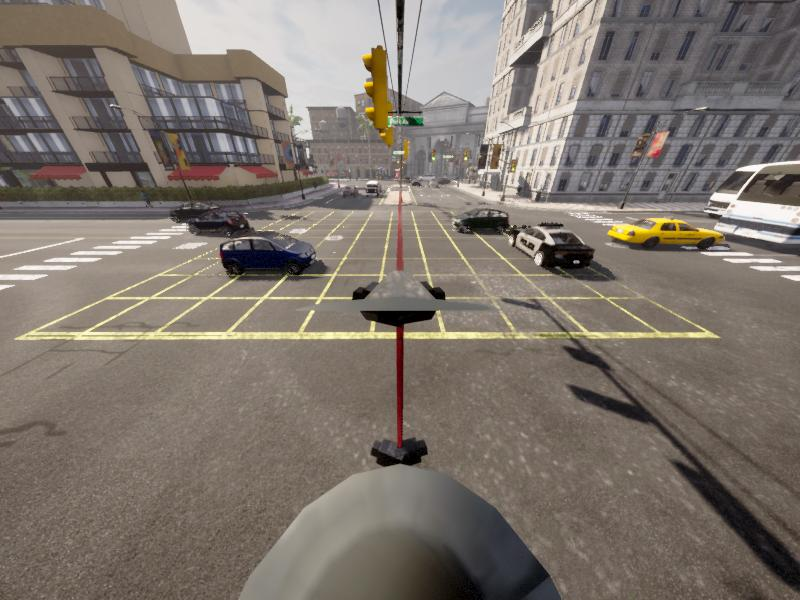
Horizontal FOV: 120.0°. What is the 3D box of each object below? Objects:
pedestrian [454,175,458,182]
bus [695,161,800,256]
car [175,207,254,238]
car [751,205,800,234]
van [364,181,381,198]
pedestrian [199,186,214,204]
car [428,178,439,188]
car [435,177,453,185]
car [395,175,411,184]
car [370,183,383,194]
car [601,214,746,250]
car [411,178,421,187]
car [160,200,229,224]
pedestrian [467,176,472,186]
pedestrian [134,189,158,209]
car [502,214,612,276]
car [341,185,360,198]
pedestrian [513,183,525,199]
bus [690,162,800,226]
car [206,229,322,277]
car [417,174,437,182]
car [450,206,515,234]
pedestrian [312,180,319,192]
[{"bbox_3d":[17.223,-37.479,71.012,0.751,1.860,0.751,-5,30,-8],"label":"pedestrian"},{"bbox_3d":[24.817,-5.130,12.639,10.273,4.253,3.944,0,30,0],"label":"bus"},{"bbox_3d":[-12.400,-5.298,15.651,3.633,1.501,1.845,5,30,8],"label":"car"},{"bbox_3d":[28.522,-5.679,16.236,3.988,1.617,1.851,0,30,0],"label":"car"},{"bbox_3d":[-4.179,-17.084,35.556,2.069,2.038,4.480,0,30,0],"label":"van"},{"bbox_3d":[-22.697,-12.331,27.149,0.751,1.860,0.751,-23,37,-35],"label":"pedestrian"},{"bbox_3d":[7.514,-26.524,52.325,2.152,1.651,5.027,2,30,3],"label":"car"},{"bbox_3d":[11.484,-31.219,60.543,4.611,1.667,2.242,-25,38,-36],"label":"car"},{"bbox_3d":[0.769,-33.041,63.358,1.932,1.855,4.605,-21,36,-31],"label":"car"},{"bbox_3d":[-4.167,-20.061,41.308,1.812,1.442,4.674,0,30,0],"label":"car"},{"bbox_3d":[15.311,-3.961,13.285,5.366,1.575,1.801,2,30,3],"label":"car"},{"bbox_3d":[3.802,-28.093,55.137,2.038,1.542,4.974,-1,30,-1],"label":"car"},{"bbox_3d":[-16.873,-7.343,19.170,3.705,1.549,1.789,0,30,0],"label":"car"},{"bbox_3d":[16.112,-27.598,53.593,0.751,1.860,0.751,1,30,2],"label":"pedestrian"},{"bbox_3d":[-26.071,-10.352,23.722,0.751,1.860,0.751,-1,30,-1],"label":"pedestrian"},{"bbox_3d":[7.238,-3.028,11.609,1.930,1.638,5.238,0,30,0],"label":"car"},{"bbox_3d":[-7.682,-17.137,36.245,1.812,1.442,4.674,0,30,0],"label":"car"},{"bbox_3d":[16.241,-14.849,31.511,0.751,1.860,0.751,-3,30,-5],"label":"pedestrian"},{"bbox_3d":[31.816,-8.515,18.502,10.273,4.253,3.944,0,30,0],"label":"bus"},{"bbox_3d":[-5.676,-2.107,10.103,3.705,1.549,1.789,0,30,0],"label":"car"},{"bbox_3d":[7.996,-36.641,69.430,5.566,2.045,2.150,0,30,1],"label":"car"},{"bbox_3d":[5.635,-5.624,16.191,3.705,1.549,1.789,0,30,0],"label":"car"},{"bbox_3d":[-14.905,-20.150,40.693,0.751,1.860,0.751,0,30,0],"label":"pedestrian"}]
